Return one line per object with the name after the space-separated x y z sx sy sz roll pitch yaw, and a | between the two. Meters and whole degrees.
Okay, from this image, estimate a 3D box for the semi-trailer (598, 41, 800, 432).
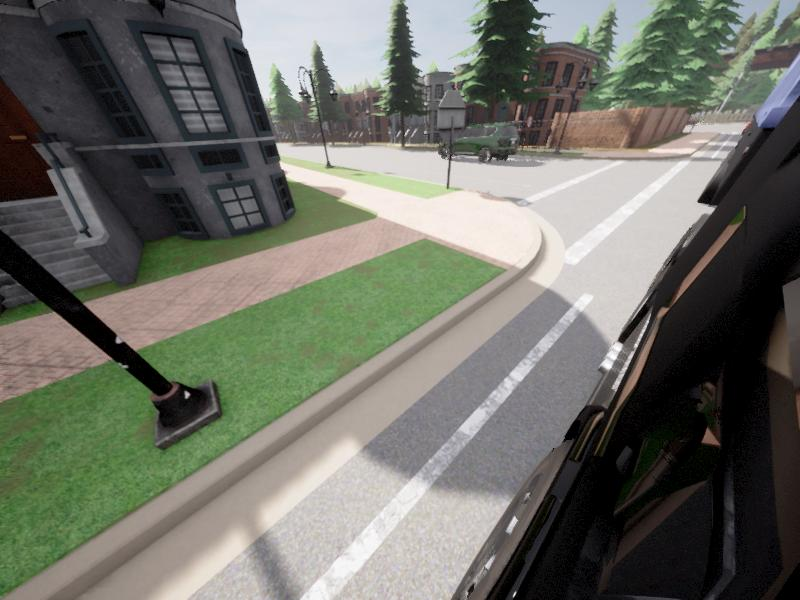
8.691 -3.623 4.216 14.254 4.402 2.717 -28 44 -30 | semi-trailer

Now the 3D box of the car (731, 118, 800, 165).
20.110 -8.612 12.400 5.238 1.638 1.930 -29 44 -29 | car

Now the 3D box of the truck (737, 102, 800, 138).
35.460 -17.192 22.106 5.204 2.467 2.627 -28 44 -30 | truck

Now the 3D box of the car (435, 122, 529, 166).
5.162 -10.599 15.638 2.150 2.045 5.566 -27 43 -28 | car

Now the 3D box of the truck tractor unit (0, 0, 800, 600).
2.645 -0.295 0.352 6.516 4.208 3.053 -28 44 -30 | truck tractor unit
